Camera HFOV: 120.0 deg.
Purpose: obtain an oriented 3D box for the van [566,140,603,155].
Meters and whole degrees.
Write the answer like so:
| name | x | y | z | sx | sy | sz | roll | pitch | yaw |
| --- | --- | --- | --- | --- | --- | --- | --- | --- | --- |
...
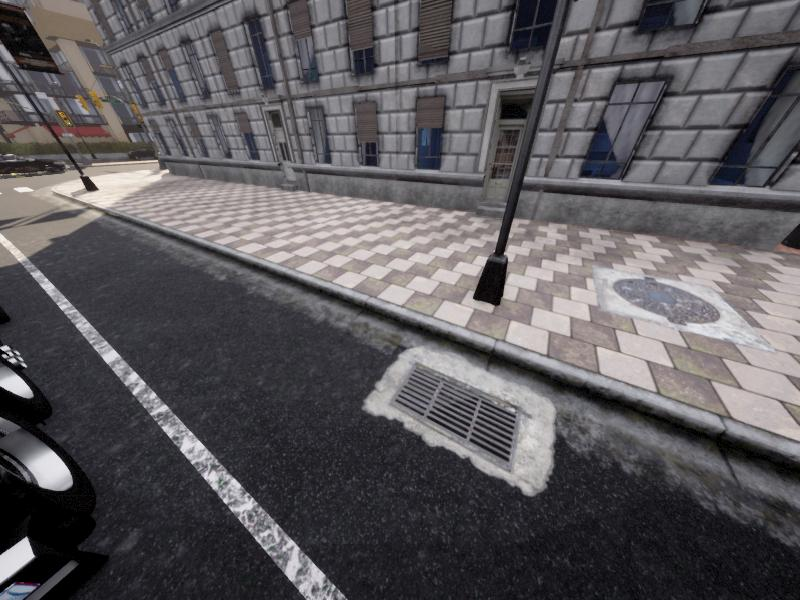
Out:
| name | x | y | z | sx | sy | sz | roll | pitch | yaw |
| --- | --- | --- | --- | --- | --- | --- | --- | --- | --- |
| van | 30.747 | -25.498 | 38.638 | 4.442 | 1.987 | 1.775 | 21 | 40 | 27 |

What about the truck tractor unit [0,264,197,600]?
| name | x | y | z | sx | sy | sz | roll | pitch | yaw |
| --- | --- | --- | --- | --- | --- | --- | --- | --- | --- |
| truck tractor unit | -5.111 | -0.300 | 0.778 | 6.516 | 4.208 | 3.053 | 18 | 39 | 24 |

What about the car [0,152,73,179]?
| name | x | y | z | sx | sy | sz | roll | pitch | yaw |
| --- | --- | --- | --- | --- | --- | --- | --- | --- | --- |
| car | -29.789 | -10.364 | 17.775 | 2.128 | 1.511 | 4.902 | 18 | 39 | 24 |

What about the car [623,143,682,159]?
| name | x | y | z | sx | sy | sz | roll | pitch | yaw |
| --- | --- | --- | --- | --- | --- | --- | --- | --- | --- |
| car | 34.685 | -20.642 | 31.937 | 5.238 | 1.638 | 1.930 | 29 | 44 | 35 |
